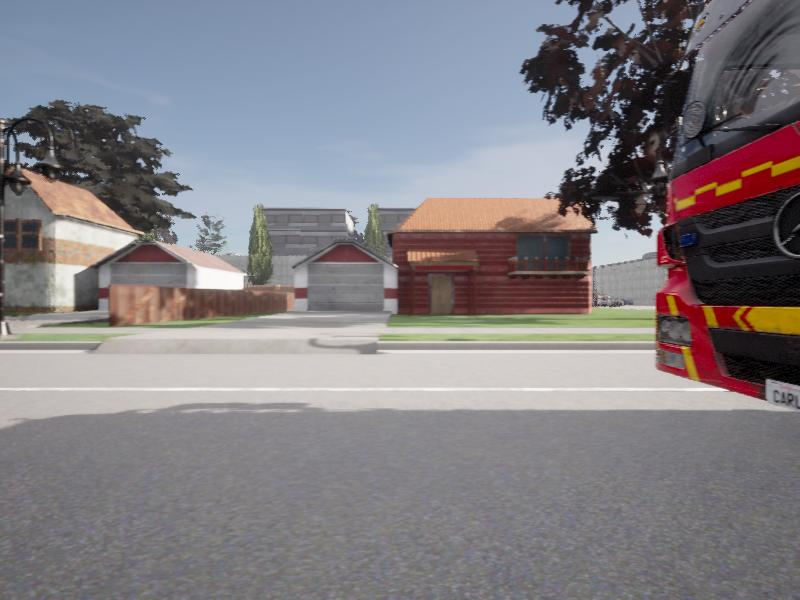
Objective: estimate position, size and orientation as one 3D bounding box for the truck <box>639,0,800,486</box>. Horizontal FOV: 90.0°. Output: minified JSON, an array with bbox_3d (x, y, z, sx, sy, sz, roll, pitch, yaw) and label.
[{"bbox_3d":[6.374,-0.920,2.107,8.468,3.827,2.891,0,0,1],"label":"truck"}]
